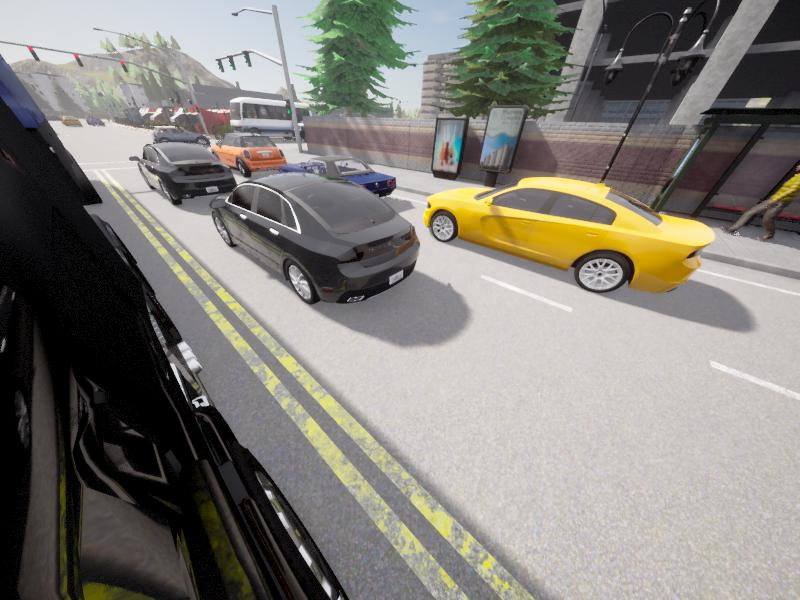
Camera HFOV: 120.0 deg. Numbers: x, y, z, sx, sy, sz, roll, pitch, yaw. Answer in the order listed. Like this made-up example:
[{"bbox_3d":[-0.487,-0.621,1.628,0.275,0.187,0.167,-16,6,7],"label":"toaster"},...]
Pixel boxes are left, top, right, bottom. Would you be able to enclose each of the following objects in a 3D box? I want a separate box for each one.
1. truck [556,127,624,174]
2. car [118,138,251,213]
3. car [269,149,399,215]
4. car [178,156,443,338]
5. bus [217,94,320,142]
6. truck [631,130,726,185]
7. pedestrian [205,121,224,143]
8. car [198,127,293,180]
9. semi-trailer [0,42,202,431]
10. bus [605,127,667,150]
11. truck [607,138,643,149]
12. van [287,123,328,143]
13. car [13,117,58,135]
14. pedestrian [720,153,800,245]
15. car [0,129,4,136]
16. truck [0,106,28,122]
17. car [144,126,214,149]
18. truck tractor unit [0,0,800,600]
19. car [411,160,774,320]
[{"bbox_3d":[13.953,-11.031,16.932,2.615,2.467,5.204,28,44,30],"label":"truck"},{"bbox_3d":[-7.406,-4.460,7.885,4.892,1.490,1.837,28,44,30],"label":"car"},{"bbox_3d":[-2.472,-4.485,8.396,4.718,1.301,1.895,28,44,30],"label":"car"},{"bbox_3d":[-1.889,-1.514,4.300,4.892,1.490,1.837,28,44,30],"label":"car"},{"bbox_3d":[-16.508,-23.503,30.347,3.944,4.253,10.273,28,44,30],"label":"bus"},{"bbox_3d":[17.255,-9.271,14.791,2.615,2.467,5.204,28,44,30],"label":"truck"},{"bbox_3d":[-20.121,-18.227,25.032,0.751,1.860,0.751,18,39,19],"label":"pedestrian"},{"bbox_3d":[-7.821,-7.546,11.730,4.553,1.767,2.097,28,44,30],"label":"car"},{"bbox_3d":[-8.696,-3.608,4.224,14.254,4.402,2.717,28,44,30],"label":"semi-trailer"},{"bbox_3d":[61.492,-42.481,60.717,10.273,4.253,3.944,28,44,30],"label":"bus"},{"bbox_3d":[58.221,-40.695,59.925,6.274,2.098,2.390,28,44,30],"label":"truck"},{"bbox_3d":[-12.250,-22.470,31.082,2.069,2.038,4.480,24,42,26],"label":"van"},{"bbox_3d":[-41.382,-19.868,26.322,4.792,1.488,2.163,28,44,30],"label":"car"},{"bbox_3d":[9.208,-2.421,5.612,0.751,1.860,0.751,29,44,30],"label":"pedestrian"},{"bbox_3d":[-40.065,-16.501,21.826,5.366,1.575,1.801,29,44,31],"label":"car"},{"bbox_3d":[-80.485,-38.414,47.787,5.204,2.467,2.627,28,44,30],"label":"truck"},{"bbox_3d":[-19.048,-14.145,20.081,1.970,1.475,3.806,28,44,29],"label":"car"},{"bbox_3d":[-2.645,-0.295,0.351,6.516,4.208,3.053,28,44,30],"label":"truck tractor unit"},{"bbox_3d":[2.834,-1.747,4.874,5.008,1.535,1.882,28,44,30],"label":"car"}]
